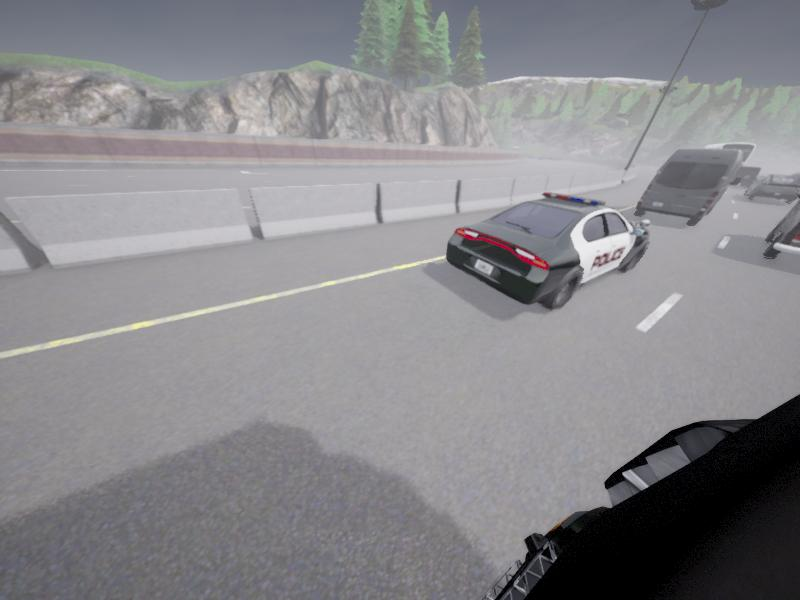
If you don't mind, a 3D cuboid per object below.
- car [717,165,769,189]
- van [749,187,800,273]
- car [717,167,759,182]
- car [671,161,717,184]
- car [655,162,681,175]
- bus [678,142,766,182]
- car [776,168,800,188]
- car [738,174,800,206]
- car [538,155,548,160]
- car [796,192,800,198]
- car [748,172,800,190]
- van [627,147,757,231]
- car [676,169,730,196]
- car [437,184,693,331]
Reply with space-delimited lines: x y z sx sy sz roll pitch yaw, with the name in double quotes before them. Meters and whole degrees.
"car" 35.995 -13.035 24.396 1.905 1.878 3.866 29 42 33
"van" 11.818 -2.066 6.057 4.480 2.038 2.069 -20 40 -30
"car" 49.777 -18.661 34.166 2.007 1.525 4.514 24 39 29
"car" 35.223 -15.504 27.887 2.150 2.045 5.566 28 40 32
"car" 46.473 -22.920 40.220 1.851 1.617 3.988 23 39 27
"bus" 45.421 -19.976 33.354 3.944 4.253 10.273 25 40 29
"car" 48.084 -14.444 27.414 1.932 1.855 4.605 26 40 30
"car" 26.417 -7.898 16.339 4.902 1.511 2.128 -25 43 -35
"car" 51.654 -51.429 83.394 2.007 1.525 4.514 11 35 13
"car" 32.473 -8.187 17.255 4.193 1.474 1.816 -26 44 -36
"car" 42.230 -13.536 26.145 1.895 1.301 4.718 27 41 32
"van" 12.796 -5.021 10.099 5.915 2.561 1.988 -21 41 -31
"car" 24.442 -9.607 18.735 4.514 1.525 2.007 -25 43 -35
"car" 3.442 -1.341 4.797 4.974 1.542 2.038 -17 38 -28
